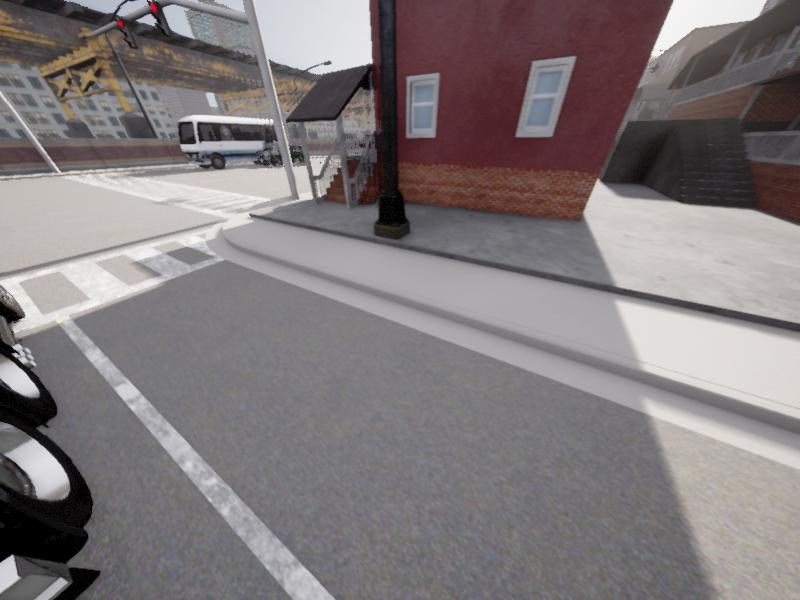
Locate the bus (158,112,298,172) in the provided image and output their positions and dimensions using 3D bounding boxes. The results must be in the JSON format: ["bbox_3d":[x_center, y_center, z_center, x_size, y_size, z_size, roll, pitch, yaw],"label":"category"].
[{"bbox_3d":[-16.797,-16.441,24.188,3.944,4.253,10.273,18,39,24],"label":"bus"}]

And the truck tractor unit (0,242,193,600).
[{"bbox_3d":[-5.075,-0.333,0.837,6.516,4.208,3.053,20,39,26],"label":"truck tractor unit"}]

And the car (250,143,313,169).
[{"bbox_3d":[-12.654,-15.802,25.188,2.150,2.045,5.566,18,38,24],"label":"car"}]
